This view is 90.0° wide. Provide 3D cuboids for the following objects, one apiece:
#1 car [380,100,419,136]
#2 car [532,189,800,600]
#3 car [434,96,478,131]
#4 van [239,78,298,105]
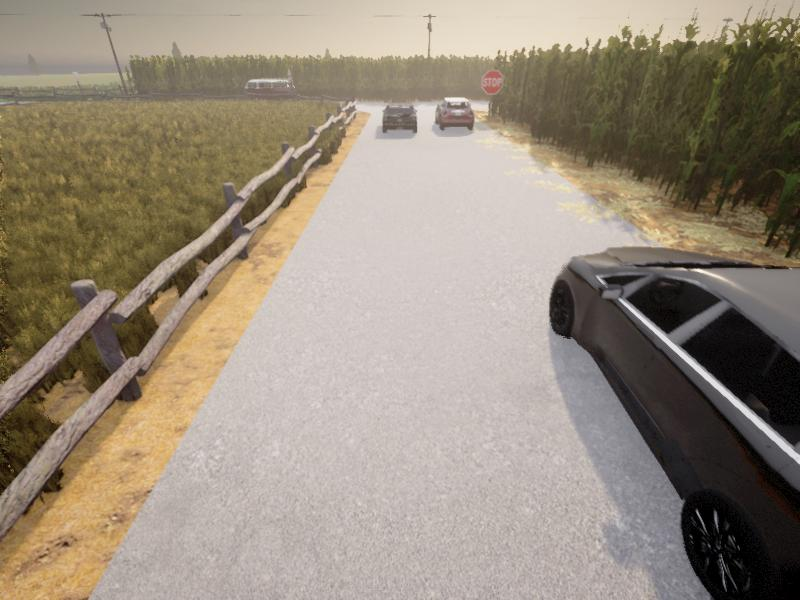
[{"bbox_3d":[-0.011,-9.923,21.697,1.895,1.301,4.718,0,30,0],"label":"car"},{"bbox_3d":[3.097,0.463,3.560,2.242,1.667,4.611,0,30,0],"label":"car"},{"bbox_3d":[3.089,-10.725,22.891,1.970,1.475,3.806,0,30,0],"label":"car"},{"bbox_3d":[-12.022,-19.259,36.931,4.480,2.038,2.069,1,30,0],"label":"van"}]
